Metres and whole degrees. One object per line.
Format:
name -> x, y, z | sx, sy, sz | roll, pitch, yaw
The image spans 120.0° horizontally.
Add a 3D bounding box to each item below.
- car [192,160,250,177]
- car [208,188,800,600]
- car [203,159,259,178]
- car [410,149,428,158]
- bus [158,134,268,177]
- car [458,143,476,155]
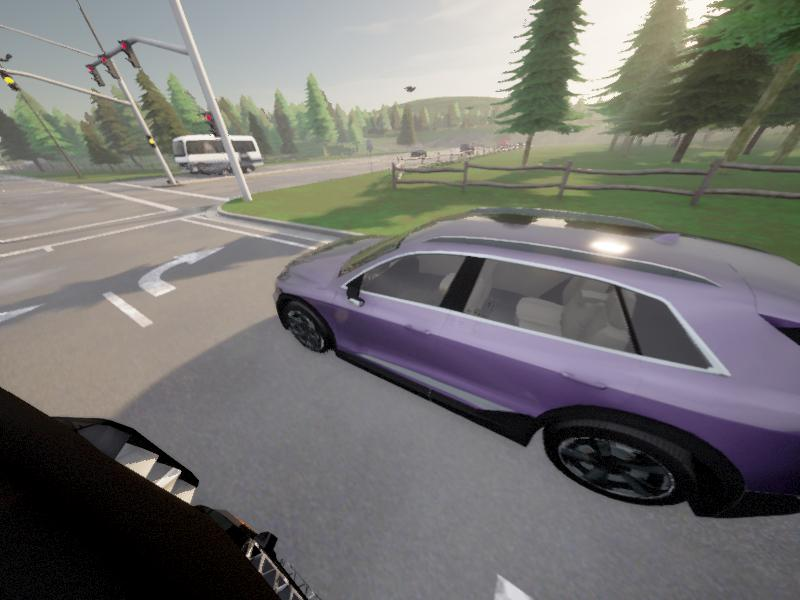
car -> -22.719, -16.906, 29.588 | 2.033, 1.411, 5.357 | 16, 38, 25
car -> 0.631, -0.081, 2.533 | 4.856, 1.649, 2.033 | 16, 38, 26
car -> -20.004, -15.753, 27.582 | 1.837, 1.490, 4.892 | 16, 38, 25
car -> 4.087, -31.166, 49.089 | 1.837, 1.490, 4.892 | 16, 38, 26
bus -> -24.700, -19.954, 31.720 | 3.944, 4.253, 10.273 | 16, 38, 25
car -> 15.566, -34.915, 53.437 | 2.150, 2.045, 5.566 | 17, 38, 27
